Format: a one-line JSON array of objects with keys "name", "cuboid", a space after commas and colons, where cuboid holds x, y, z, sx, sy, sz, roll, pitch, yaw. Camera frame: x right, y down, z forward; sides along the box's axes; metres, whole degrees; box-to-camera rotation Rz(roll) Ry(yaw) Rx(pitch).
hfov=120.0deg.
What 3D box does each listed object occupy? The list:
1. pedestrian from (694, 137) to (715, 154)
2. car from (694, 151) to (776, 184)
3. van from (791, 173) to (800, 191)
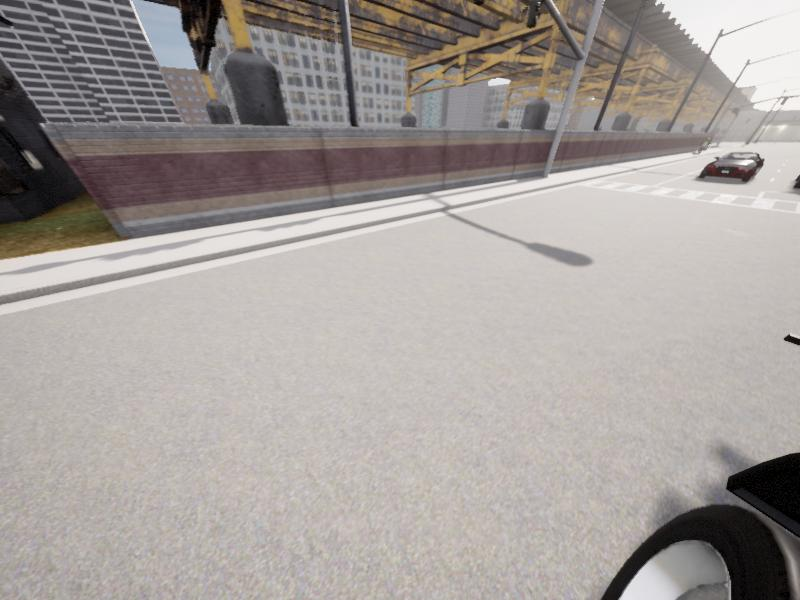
[{"name": "pedestrian", "cuboid": [40.313, -20.469, 30.578, 0.751, 1.860, 0.751, -20, 40, -25]}, {"name": "car", "cuboid": [20.536, -8.238, 14.183, 4.181, 1.385, 1.994, -21, 40, -27]}, {"name": "van", "cuboid": [22.253, -6.965, 11.351, 5.915, 2.561, 1.988, -22, 41, -28]}]
